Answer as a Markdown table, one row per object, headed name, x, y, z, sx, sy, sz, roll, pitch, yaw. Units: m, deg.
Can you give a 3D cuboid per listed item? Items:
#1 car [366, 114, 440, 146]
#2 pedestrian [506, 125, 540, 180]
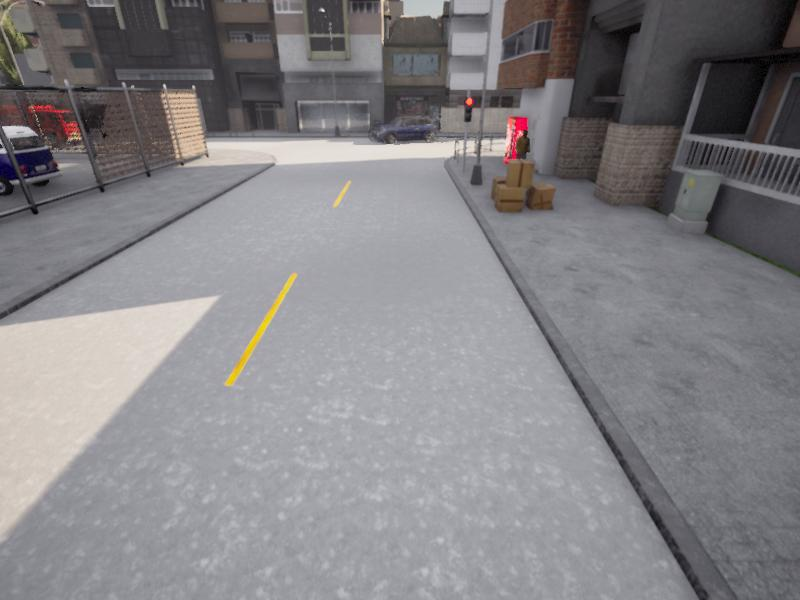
| name | x | y | z | sx | sy | sz | roll | pitch | yaw |
| --- | --- | --- | --- | --- | --- | --- | --- | --- | --- |
| car | 0.193 | -11.807 | 27.653 | 4.553 | 1.767 | 2.097 | -12 | 30 | -23 |
| pedestrian | 4.619 | -5.561 | 15.119 | 0.751 | 1.860 | 0.751 | -3 | 27 | -6 |
